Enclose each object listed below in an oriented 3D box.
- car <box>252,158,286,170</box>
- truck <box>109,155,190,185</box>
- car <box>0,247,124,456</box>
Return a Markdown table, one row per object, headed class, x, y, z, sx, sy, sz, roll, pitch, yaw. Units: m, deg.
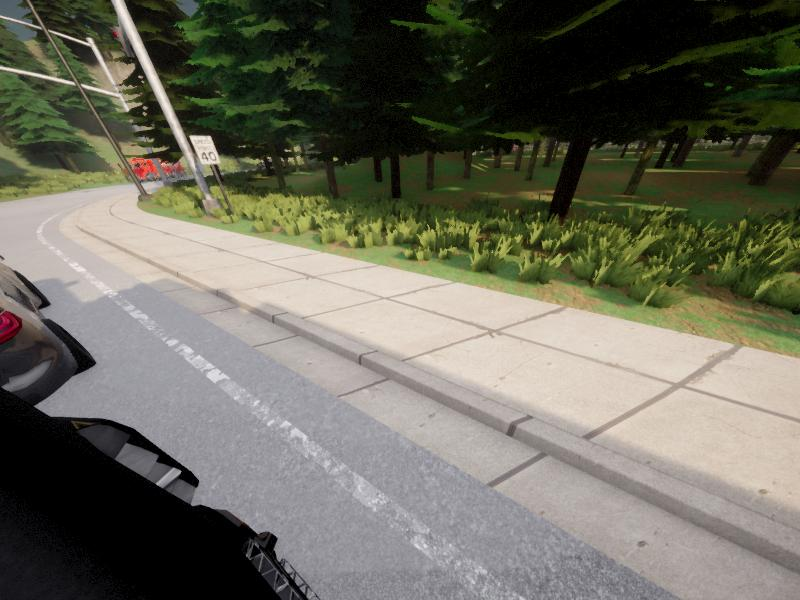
| class | x | y | z | sx | sy | sz | roll | pitch | yaw |
| --- | --- | --- | --- | --- | --- | --- | --- | --- | --- |
| car | -22.056 | -23.087 | 39.067 | 1.812 | 1.442 | 4.674 | 16 | 38 | 26 |
| truck | -27.990 | -14.846 | 26.187 | 2.627 | 2.467 | 5.204 | 2 | 34 | 9 |
| car | -5.788 | 0.289 | 2.439 | 4.611 | 1.667 | 2.242 | 16 | 38 | 26 |
